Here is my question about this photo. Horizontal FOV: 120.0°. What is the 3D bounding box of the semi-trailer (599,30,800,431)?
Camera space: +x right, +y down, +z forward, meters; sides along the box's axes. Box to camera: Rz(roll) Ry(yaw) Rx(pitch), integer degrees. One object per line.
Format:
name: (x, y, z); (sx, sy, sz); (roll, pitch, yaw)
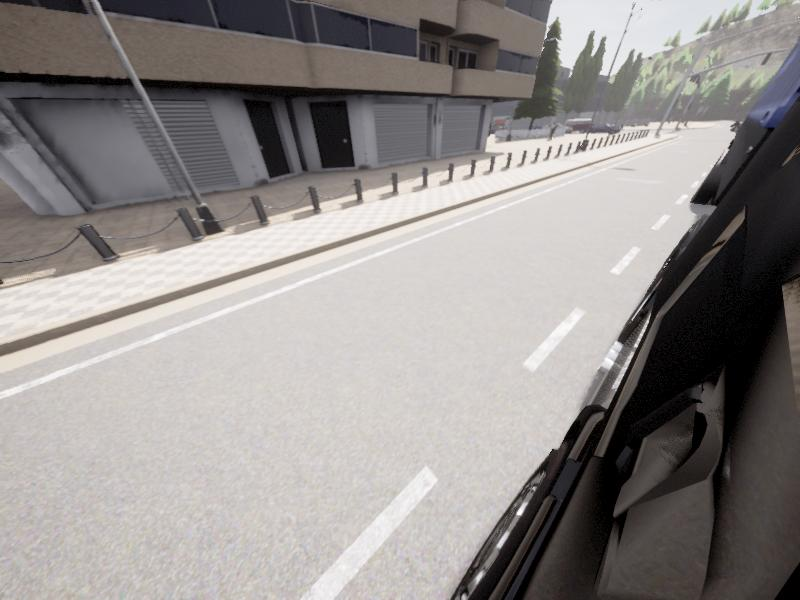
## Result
semi-trailer: (8.633, -3.653, 4.285); (14.254, 4.402, 2.717); (-29, 44, -30)

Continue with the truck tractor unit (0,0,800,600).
truck tractor unit: (2.645, -0.295, 0.352); (6.516, 4.208, 3.053); (-28, 44, -30)

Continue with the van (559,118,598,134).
van: (30.922, -30.205, 40.172); (2.069, 2.038, 4.480); (-28, 44, -30)

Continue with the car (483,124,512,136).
car: (19.760, -34.572, 47.008); (2.033, 1.649, 4.856); (-28, 43, -29)

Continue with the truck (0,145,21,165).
truck: (-54.711, -19.300, 30.812); (2.390, 2.098, 6.274); (-28, 44, -29)

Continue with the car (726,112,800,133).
car: (42.919, -21.070, 27.435); (1.932, 1.855, 4.605); (3, 38, 5)

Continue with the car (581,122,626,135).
car: (31.200, -26.421, 35.622); (1.812, 1.442, 4.674); (-26, 43, -28)

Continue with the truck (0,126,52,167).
truck: (-49.045, -19.286, 29.008); (2.891, 3.827, 8.468); (-27, 43, -29)

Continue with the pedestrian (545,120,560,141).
pedestrian: (17.508, -19.409, 26.501); (0.751, 1.860, 0.751); (27, 46, 34)

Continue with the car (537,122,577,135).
car: (26.923, -29.544, 39.888); (2.152, 1.651, 5.027); (-28, 44, -29)
